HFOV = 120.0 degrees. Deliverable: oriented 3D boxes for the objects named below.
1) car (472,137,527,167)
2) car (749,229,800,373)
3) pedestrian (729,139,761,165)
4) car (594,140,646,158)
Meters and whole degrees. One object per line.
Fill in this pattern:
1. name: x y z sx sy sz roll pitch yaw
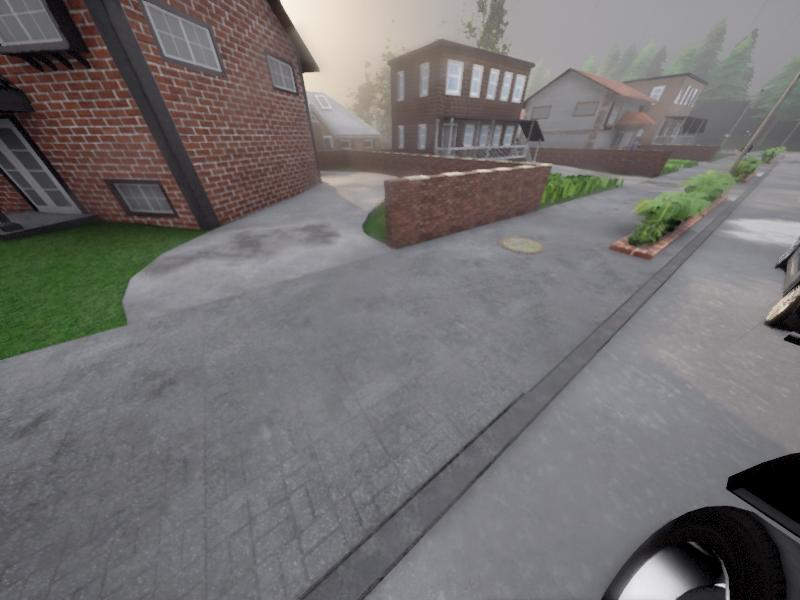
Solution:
1. car: 8.037 -12.081 18.794 3.866 1.878 1.905 -22 41 -28
2. car: 7.100 -0.408 3.021 5.238 1.638 1.930 -22 41 -28
3. pedestrian: 30.168 -12.930 20.227 0.751 1.860 0.751 -22 41 -28
4. car: 24.854 -17.195 26.220 1.845 1.501 3.633 -22 41 -28
